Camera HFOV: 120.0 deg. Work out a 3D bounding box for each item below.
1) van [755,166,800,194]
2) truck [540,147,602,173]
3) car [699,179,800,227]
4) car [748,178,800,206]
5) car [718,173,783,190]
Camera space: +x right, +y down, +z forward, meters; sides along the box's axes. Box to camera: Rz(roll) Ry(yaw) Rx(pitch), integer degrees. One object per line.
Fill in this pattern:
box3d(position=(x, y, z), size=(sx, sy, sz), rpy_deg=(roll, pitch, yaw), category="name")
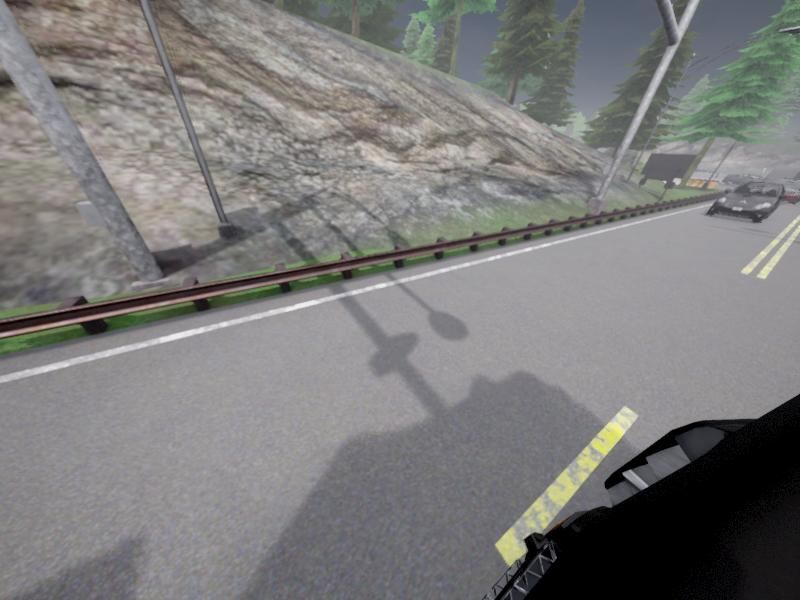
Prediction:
box3d(position=(46.806, -13.668, 26.569), size=(1.988, 2.561, 5.915), rpy_deg=(-16, 38, -27), category="van")
box3d(position=(32.942, -27.388, 45.051), size=(2.891, 3.827, 8.468), rpy_deg=(-16, 38, -27), category="truck")
box3d(position=(17.085, -4.846, 11.272), size=(3.988, 1.617, 1.851), rpy_deg=(-16, 38, -27), category="car")
box3d(position=(29.614, -8.415, 17.812), size=(4.792, 1.488, 2.163), rpy_deg=(-16, 38, -26), category="car")
box3d(position=(47.556, -16.245, 31.451), size=(2.007, 1.525, 4.514), rpy_deg=(-17, 38, -27), category="car")
